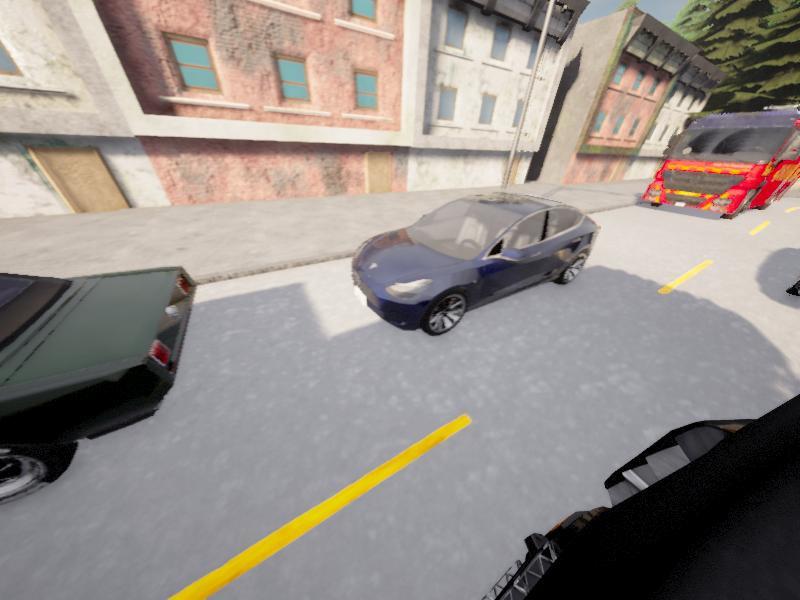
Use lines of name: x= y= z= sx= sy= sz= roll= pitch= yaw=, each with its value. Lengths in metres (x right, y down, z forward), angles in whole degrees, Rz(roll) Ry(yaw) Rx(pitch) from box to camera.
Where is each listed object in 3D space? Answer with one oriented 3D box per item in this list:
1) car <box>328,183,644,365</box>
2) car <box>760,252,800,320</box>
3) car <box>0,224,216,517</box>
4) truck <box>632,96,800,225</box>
car: x=1.525 y=-1.005 z=4.099 sx=4.792 sy=1.488 sz=2.163 roll=-16 pitch=38 yaw=-25
car: x=9.165 y=-0.634 z=4.098 sx=5.357 sy=1.411 sz=2.033 roll=-16 pitch=38 yaw=-26
car: x=-4.203 y=0.760 z=1.288 sx=4.718 sy=1.301 sz=1.895 roll=-17 pitch=38 yaw=-26
truck: x=15.576 y=-6.213 z=10.603 sx=8.468 sy=3.827 sz=2.891 roll=-15 pitch=38 yaw=-24
